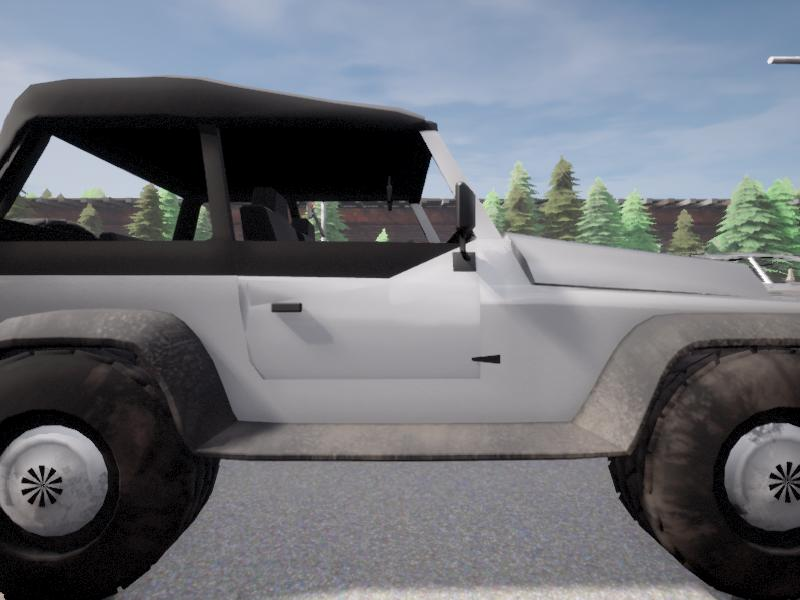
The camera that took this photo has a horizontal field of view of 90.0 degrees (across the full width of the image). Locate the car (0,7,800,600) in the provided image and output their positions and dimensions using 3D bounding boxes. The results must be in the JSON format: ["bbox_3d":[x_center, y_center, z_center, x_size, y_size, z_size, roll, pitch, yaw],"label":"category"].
[{"bbox_3d":[-0.088,0.046,2.186,3.866,1.878,1.905,0,0,-1],"label":"car"}]

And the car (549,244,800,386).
[{"bbox_3d":[5.064,0.180,5.756,5.027,1.651,2.152,0,0,-1],"label":"car"}]

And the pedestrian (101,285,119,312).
[{"bbox_3d":[-20.609,-0.115,28.462,0.751,1.860,0.751,0,0,1],"label":"pedestrian"}]
